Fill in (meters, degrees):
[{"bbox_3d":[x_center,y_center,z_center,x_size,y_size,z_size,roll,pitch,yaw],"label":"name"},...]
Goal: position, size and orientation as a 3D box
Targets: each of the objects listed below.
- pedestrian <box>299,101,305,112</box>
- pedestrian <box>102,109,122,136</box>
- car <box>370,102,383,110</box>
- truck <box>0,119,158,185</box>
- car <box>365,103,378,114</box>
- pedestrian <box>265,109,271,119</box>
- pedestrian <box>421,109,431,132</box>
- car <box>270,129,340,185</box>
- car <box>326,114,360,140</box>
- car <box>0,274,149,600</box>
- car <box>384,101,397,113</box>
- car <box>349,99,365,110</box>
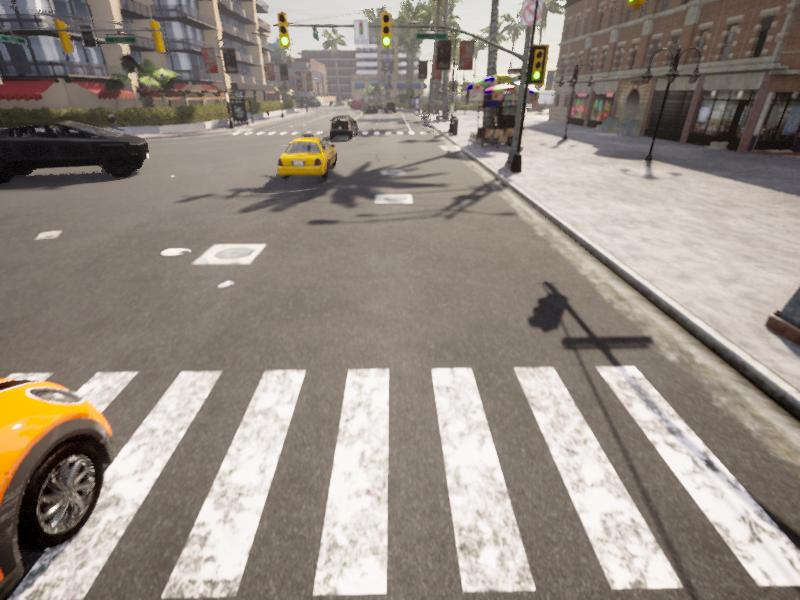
[{"bbox_3d":[-18.006,-35.452,73.257,0.751,1.860,0.751,-2,27,-4],"label":"pedestrian"},{"bbox_3d":[-22.647,-14.009,31.525,0.751,1.860,0.751,-13,30,-23],"label":"pedestrian"},{"bbox_3d":[-5.202,-42.581,87.809,1.789,1.549,3.705,-10,29,-19],"label":"car"},{"bbox_3d":[-13.773,-6.027,16.091,6.274,2.098,2.390,-9,29,-17],"label":"truck"},{"bbox_3d":[-5.102,-34.309,71.719,2.242,1.667,4.611,-2,27,-4],"label":"car"},{"bbox_3d":[-17.539,-24.726,53.208,0.500,1.100,0.500,1,27,2],"label":"pedestrian"},{"bbox_3d":[2.305,-15.973,35.622,0.751,1.860,0.751,-2,27,-4],"label":"pedestrian"},{"bbox_3d":[-3.803,-6.242,17.055,1.801,1.575,5.366,-1,27,-1],"label":"car"},{"bbox_3d":[-4.350,-13.547,31.245,1.851,1.617,3.988,1,27,2],"label":"car"},{"bbox_3d":[-3.480,1.627,1.497,2.097,1.767,4.553,-1,27,-1],"label":"car"},{"bbox_3d":[-1.856,-35.675,74.029,1.905,1.878,3.866,-4,27,-8],"label":"car"},{"bbox_3d":[-9.595,-43.698,89.480,2.150,2.045,5.566,-10,29,-19],"label":"car"}]
